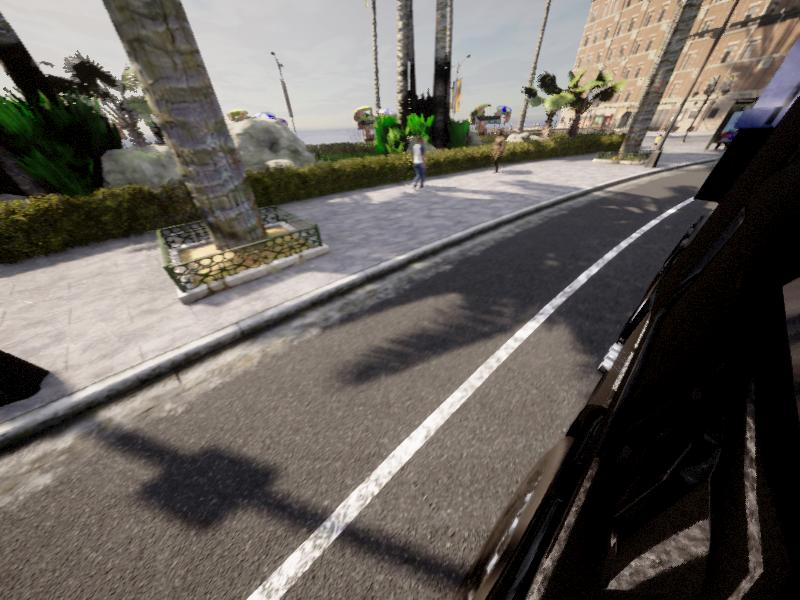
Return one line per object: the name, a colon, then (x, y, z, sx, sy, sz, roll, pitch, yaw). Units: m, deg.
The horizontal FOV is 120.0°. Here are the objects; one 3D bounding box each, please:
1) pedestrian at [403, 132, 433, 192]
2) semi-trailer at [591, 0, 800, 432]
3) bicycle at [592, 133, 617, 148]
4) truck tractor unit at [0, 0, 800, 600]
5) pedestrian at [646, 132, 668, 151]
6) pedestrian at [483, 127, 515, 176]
pedestrian: (0.680, -5.222, 8.774, 0.751, 1.860, 0.751, 26, 45, 33)
semi-trailer: (9.104, -3.272, 3.812, 14.254, 4.402, 2.717, -23, 41, -25)
bicycle: (18.471, -14.425, 20.879, 1.643, 1.024, 0.373, -10, 37, -10)
truck tractor unit: (2.645, -0.295, 0.351, 6.516, 4.208, 3.053, -28, 44, -30)
pedestrian: (18.972, -11.715, 17.086, 0.500, 1.100, 0.500, -12, 38, -13)
pedestrian: (4.661, -7.036, 10.983, 0.751, 1.860, 0.751, -26, 42, -28)
